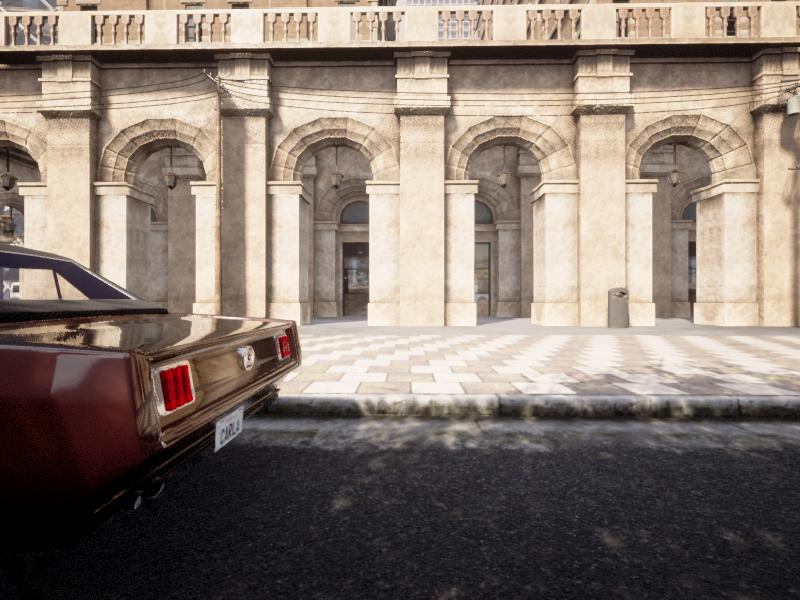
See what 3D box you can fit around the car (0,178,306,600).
[{"bbox_3d":[-3.058,0.338,2.008,4.718,1.301,1.895,0,0,1],"label":"car"}]
